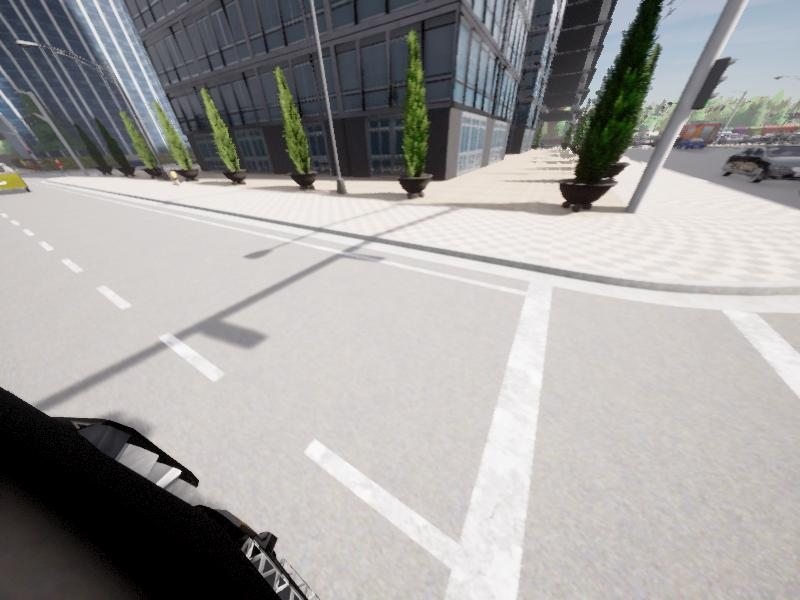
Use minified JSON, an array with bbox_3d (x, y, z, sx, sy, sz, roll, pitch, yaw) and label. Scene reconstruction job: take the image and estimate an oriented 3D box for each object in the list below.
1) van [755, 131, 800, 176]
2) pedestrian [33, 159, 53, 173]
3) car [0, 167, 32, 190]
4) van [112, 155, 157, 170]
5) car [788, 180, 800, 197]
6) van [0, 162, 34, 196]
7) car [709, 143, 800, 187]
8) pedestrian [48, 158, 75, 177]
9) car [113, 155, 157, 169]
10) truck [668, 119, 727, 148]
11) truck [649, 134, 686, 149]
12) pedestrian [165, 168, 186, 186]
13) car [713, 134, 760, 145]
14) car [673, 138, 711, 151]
[{"bbox_3d":[23.924,-8.421,13.124,2.069,2.038,4.480,17,38,26],"label":"van"},{"bbox_3d":[-58.453,-21.917,37.854,0.751,1.860,0.751,8,35,15],"label":"pedestrian"},{"bbox_3d":[-35.123,-10.703,20.306,4.514,1.525,2.007,17,38,25],"label":"car"},{"bbox_3d":[-46.509,-24.288,40.640,1.775,1.987,4.442,16,38,25],"label":"van"},{"bbox_3d":[15.089,-3.536,6.595,2.097,1.767,4.553,17,38,26],"label":"car"},{"bbox_3d":[-29.927,-9.135,17.287,4.442,1.987,1.775,19,39,28],"label":"van"},{"bbox_3d":[18.617,-6.861,11.578,2.128,1.511,4.902,17,38,26],"label":"car"},{"bbox_3d":[-38.740,-15.130,26.447,0.751,1.860,0.751,12,37,20],"label":"pedestrian"},{"bbox_3d":[-49.052,-25.638,42.878,1.932,1.855,4.605,16,38,25],"label":"car"},{"bbox_3d":[52.201,-29.334,40.949,2.891,3.827,8.468,16,38,25],"label":"truck"},{"bbox_3d":[48.780,-29.097,42.329,2.390,2.098,6.274,16,38,25],"label":"truck"},{"bbox_3d":[-15.935,-8.747,16.420,0.500,1.100,0.500,16,38,25],"label":"pedestrian"},{"bbox_3d":[68.550,-32.761,47.224,4.974,1.542,2.038,16,38,25],"label":"car"},{"bbox_3d":[42.887,-22.957,34.062,1.882,1.535,5.008,17,39,26],"label":"car"}]
